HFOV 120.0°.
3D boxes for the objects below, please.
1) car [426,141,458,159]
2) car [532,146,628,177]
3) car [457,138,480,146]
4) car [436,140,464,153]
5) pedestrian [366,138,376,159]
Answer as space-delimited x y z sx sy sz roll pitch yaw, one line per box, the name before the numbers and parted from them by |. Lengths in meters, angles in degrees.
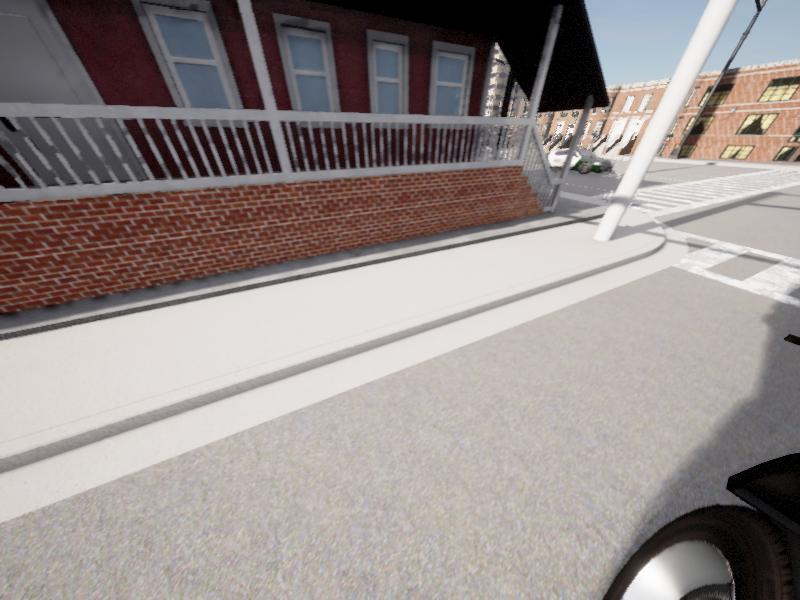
car | 4.993 -18.560 28.453 2.242 1.667 4.611 -7 36 -10
car | 12.566 -10.129 16.669 2.038 1.542 4.974 -15 38 -20
car | 17.164 -39.600 57.933 5.238 1.638 1.930 -15 38 -20
car | 8.134 -25.408 38.162 1.882 1.535 5.008 -15 38 -20
pedestrian | -3.131 -16.472 25.119 0.751 1.860 0.751 -15 38 -19
